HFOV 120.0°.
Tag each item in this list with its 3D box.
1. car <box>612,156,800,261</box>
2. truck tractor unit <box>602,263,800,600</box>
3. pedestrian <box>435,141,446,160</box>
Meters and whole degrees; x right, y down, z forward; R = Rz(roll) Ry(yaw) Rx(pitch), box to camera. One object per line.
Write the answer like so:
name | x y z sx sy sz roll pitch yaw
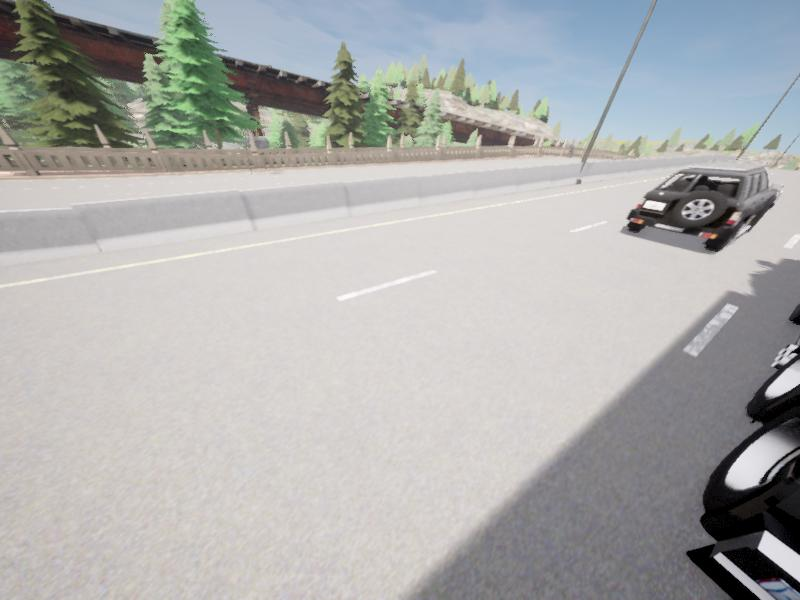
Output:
car | 8.657 -2.809 6.460 4.605 1.855 1.932 -18 39 -24
truck tractor unit | 5.107 -0.303 0.784 6.516 4.208 3.053 -18 39 -24
pedestrian | 4.951 -18.201 28.231 0.751 1.860 0.751 -12 36 -28
